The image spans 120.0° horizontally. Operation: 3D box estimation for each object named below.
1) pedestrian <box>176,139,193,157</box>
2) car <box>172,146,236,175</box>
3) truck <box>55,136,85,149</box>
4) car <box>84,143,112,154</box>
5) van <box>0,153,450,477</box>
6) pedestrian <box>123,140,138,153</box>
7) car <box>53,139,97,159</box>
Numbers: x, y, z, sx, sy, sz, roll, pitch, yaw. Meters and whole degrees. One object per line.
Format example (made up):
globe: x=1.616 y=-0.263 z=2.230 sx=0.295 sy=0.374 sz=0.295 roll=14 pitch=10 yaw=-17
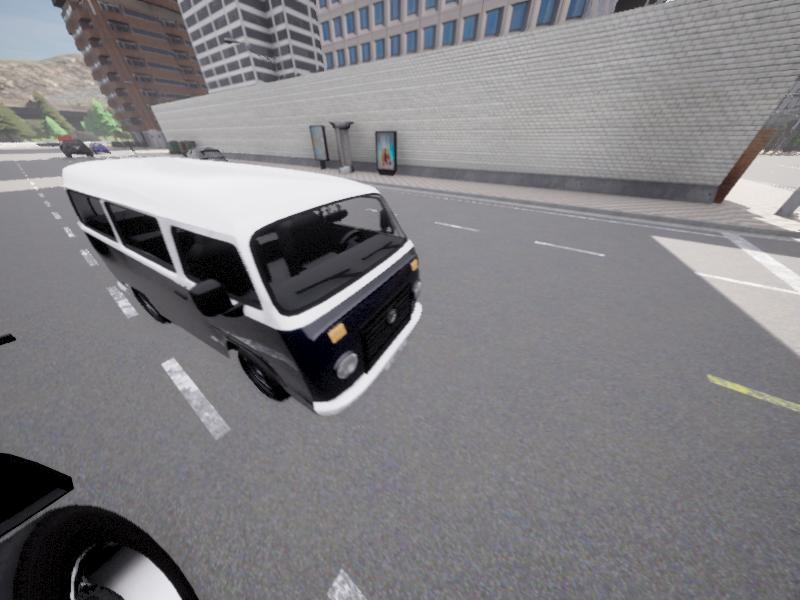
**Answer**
pedestrian: x=-27.293 y=-19.224 z=29.288 sx=0.751 sy=1.860 sz=0.751 roll=23 pitch=41 yaw=29
car: x=-15.656 y=-11.229 z=18.453 sx=4.856 sy=1.649 sz=2.033 roll=22 pitch=41 yaw=28
truck: x=-77.574 y=-37.131 z=54.383 sx=2.627 sy=2.467 sz=5.204 roll=-27 pitch=43 yaw=-33
car: x=-49.826 y=-24.999 z=38.066 sx=4.193 sy=1.474 sz=1.816 roll=22 pitch=41 yaw=28
van: x=-1.990 y=-0.543 z=2.920 sx=4.480 sy=2.038 sz=2.069 roll=18 pitch=39 yaw=23
pedestrian: x=-46.050 y=-26.180 z=39.488 sx=0.751 sy=1.860 sz=0.751 roll=6 pitch=35 yaw=8
car: x=-42.798 y=-19.930 z=30.382 sx=5.566 sy=2.045 sz=2.150 roll=22 pitch=41 yaw=28
